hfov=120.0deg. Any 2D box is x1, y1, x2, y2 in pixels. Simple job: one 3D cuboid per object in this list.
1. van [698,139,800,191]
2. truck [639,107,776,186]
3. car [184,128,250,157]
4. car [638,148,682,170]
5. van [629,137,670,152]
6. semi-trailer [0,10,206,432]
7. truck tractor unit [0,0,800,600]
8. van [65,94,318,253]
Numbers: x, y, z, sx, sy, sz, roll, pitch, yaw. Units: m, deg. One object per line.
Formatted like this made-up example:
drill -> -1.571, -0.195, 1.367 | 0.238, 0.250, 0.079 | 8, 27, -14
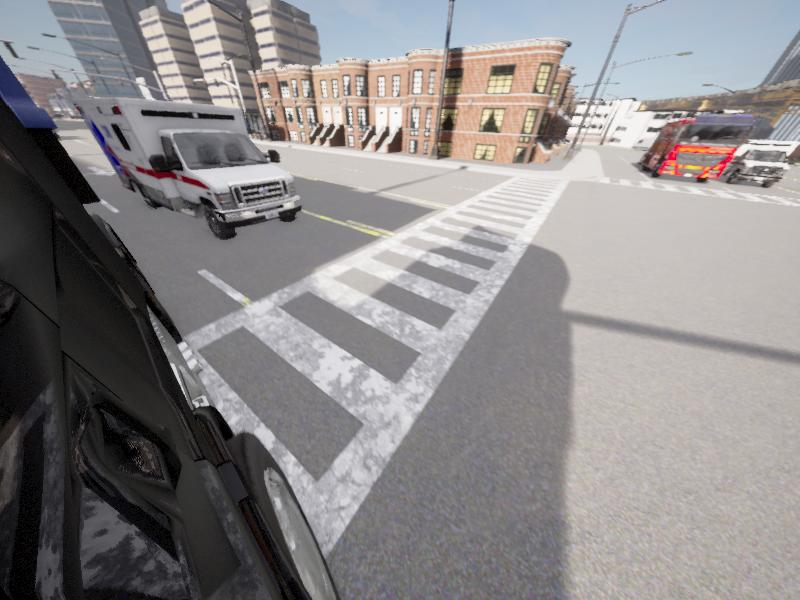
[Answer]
van -> 24.230, -9.616, 16.072 | 2.351, 2.431, 6.366 | 24, 42, 26
truck -> 21.023, -11.218, 16.841 | 2.891, 3.827, 8.468 | 24, 42, 26
car -> -14.111, -12.211, 17.819 | 5.008, 1.535, 1.882 | 24, 41, 26
car -> 25.569, -14.105, 22.951 | 1.837, 1.490, 4.892 | 24, 42, 26
van -> 57.260, -35.880, 53.247 | 1.988, 2.561, 5.915 | -2, 37, -7
semi-trailer -> -8.966, -3.406, 3.948 | 14.254, 4.402, 2.717 | 25, 42, 27
truck tractor unit -> -2.645, -0.295, 0.351 | 6.516, 4.208, 3.053 | 28, 44, 30
van -> -5.477, -3.642, 6.156 | 6.366, 2.431, 2.351 | 24, 42, 26
